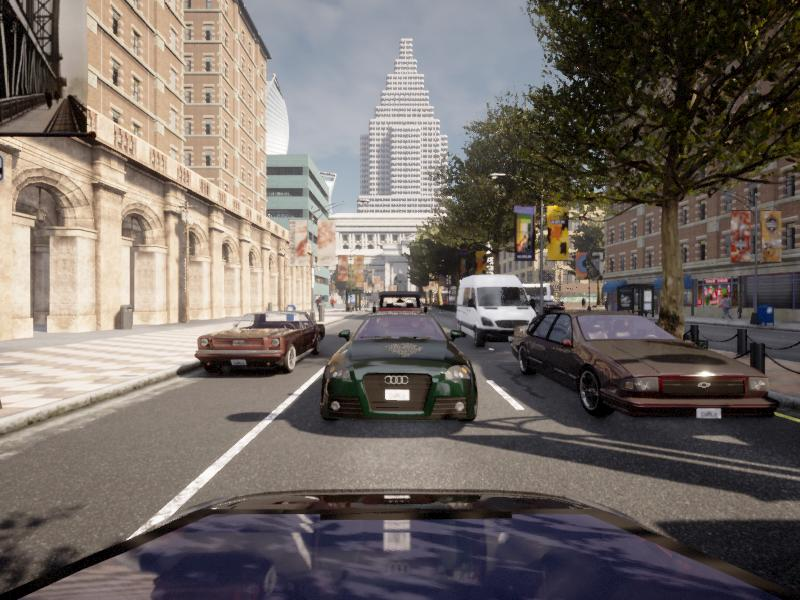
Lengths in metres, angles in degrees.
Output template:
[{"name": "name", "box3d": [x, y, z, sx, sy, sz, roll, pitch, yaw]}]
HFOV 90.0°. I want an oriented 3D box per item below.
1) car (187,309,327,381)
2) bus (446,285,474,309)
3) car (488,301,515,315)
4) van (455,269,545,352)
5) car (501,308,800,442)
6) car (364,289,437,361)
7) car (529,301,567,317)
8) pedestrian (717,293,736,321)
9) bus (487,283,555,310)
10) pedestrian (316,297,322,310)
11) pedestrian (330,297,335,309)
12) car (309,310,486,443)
[{"name": "car", "box3d": [-3.246, 0.939, 10.223, 1.895, 1.301, 4.718, 0, 0, 0]}, {"name": "bus", "box3d": [11.402, -0.537, 77.023, 3.944, 4.253, 10.273, 0, 0, 0]}, {"name": "car", "box3d": [11.513, 0.845, 45.553, 1.837, 1.490, 4.892, 0, 0, 0]}, {"name": "van", "box3d": [3.503, 0.322, 15.361, 1.988, 2.561, 5.915, 0, 0, 0]}, {"name": "car", "box3d": [3.501, 0.895, 7.189, 2.033, 1.411, 5.357, 0, 0, 0]}, {"name": "car", "box3d": [0.002, 0.646, 12.323, 1.905, 1.878, 3.866, 0, 0, 0]}, {"name": "car", "box3d": [15.013, 0.827, 40.968, 2.038, 1.542, 4.974, 0, 0, 0]}, {"name": "pedestrian", "box3d": [22.365, 0.486, 27.411, 0.751, 1.860, 0.751, 0, 0, -2]}, {"name": "bus", "box3d": [20.294, -0.537, 67.199, 10.273, 4.253, 3.944, 0, 0, 33]}, {"name": "pedestrian", "box3d": [-11.217, 0.486, 55.313, 0.751, 1.860, 0.751, 0, 0, -6]}, {"name": "pedestrian", "box3d": [-10.673, 0.486, 63.348, 0.751, 1.860, 0.751, 0, 0, 1]}, {"name": "car", "box3d": [0.010, 0.908, 6.581, 1.994, 1.385, 4.181, 0, 0, 1]}]
